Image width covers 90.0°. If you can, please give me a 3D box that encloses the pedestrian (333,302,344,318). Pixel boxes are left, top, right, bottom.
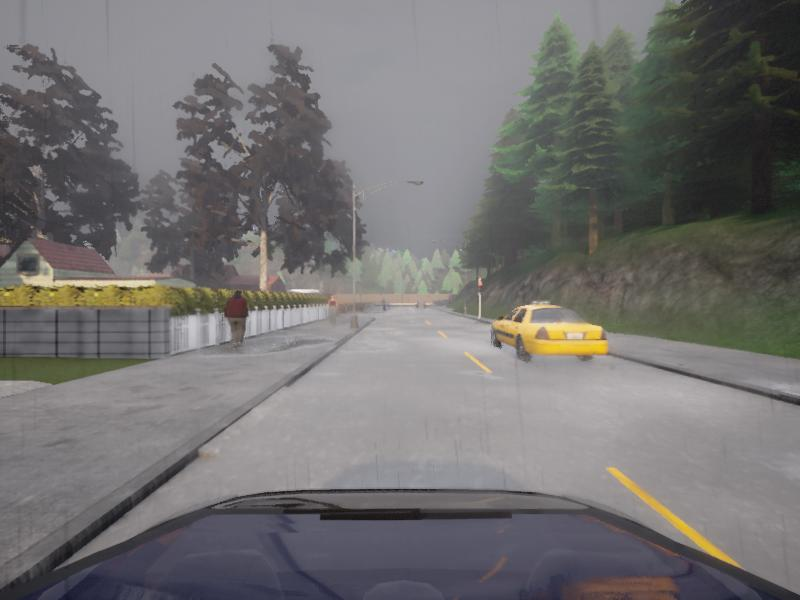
[{"bbox_3d":[-5.110,0.820,33.169,0.751,1.300,0.751,0,0,-20],"label":"pedestrian"}]

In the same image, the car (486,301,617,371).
[{"bbox_3d":[4.007,0.807,11.728,1.801,1.575,5.366,0,0,0],"label":"car"}]

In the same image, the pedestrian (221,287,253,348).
[{"bbox_3d":[-5.118,0.539,12.591,0.751,1.860,0.751,0,0,-8],"label":"pedestrian"}]

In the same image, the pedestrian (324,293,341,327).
[{"bbox_3d":[-3.773,0.543,22.406,0.751,1.860,0.751,0,0,2],"label":"pedestrian"}]

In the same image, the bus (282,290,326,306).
[{"bbox_3d":[-24.575,-0.493,102.701,10.273,4.253,3.944,0,0,0],"label":"bus"}]
